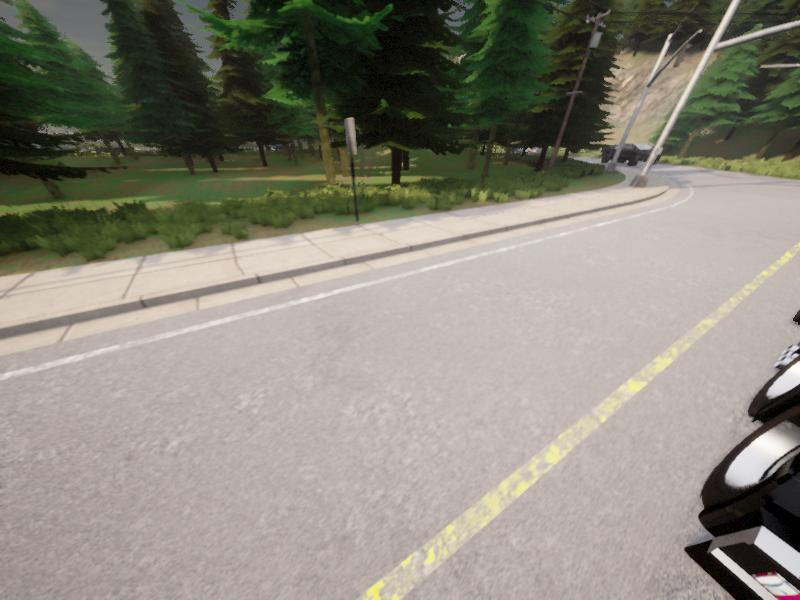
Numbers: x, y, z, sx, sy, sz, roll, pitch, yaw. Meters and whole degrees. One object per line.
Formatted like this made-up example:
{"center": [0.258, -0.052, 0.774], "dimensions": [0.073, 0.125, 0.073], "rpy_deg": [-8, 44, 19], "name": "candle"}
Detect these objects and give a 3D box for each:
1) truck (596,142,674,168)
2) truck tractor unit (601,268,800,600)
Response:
{"center": [25.594, -16.216, 25.694], "dimensions": [2.390, 2.098, 6.274], "rpy_deg": [1, 35, 2], "name": "truck"}
{"center": [5.117, -0.295, 0.769], "dimensions": [6.516, 4.208, 3.053], "rpy_deg": [-18, 39, -24], "name": "truck tractor unit"}
